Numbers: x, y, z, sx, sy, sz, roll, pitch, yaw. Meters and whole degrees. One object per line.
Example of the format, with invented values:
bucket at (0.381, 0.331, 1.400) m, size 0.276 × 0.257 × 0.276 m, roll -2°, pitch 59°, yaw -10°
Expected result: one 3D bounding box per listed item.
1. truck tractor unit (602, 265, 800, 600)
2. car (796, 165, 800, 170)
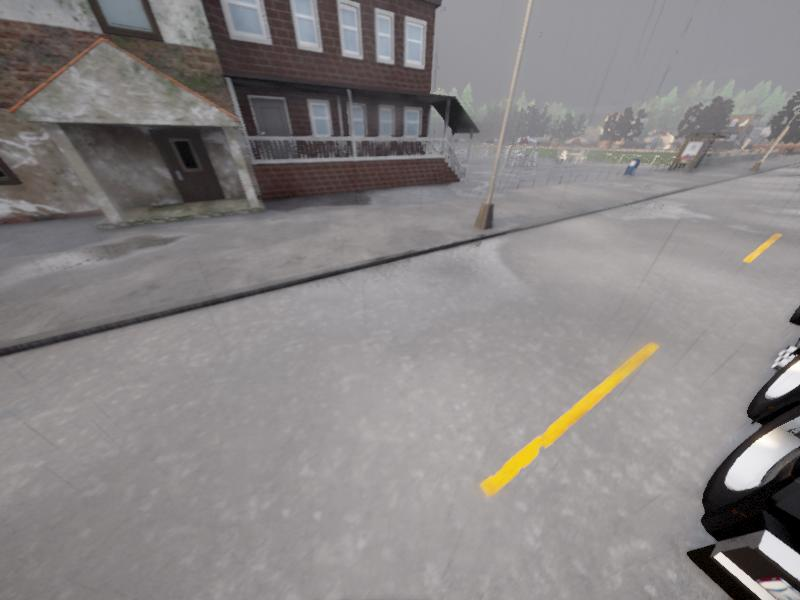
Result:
truck tractor unit at (5.114, -0.296, 0.791) m, size 6.516 × 4.208 × 3.053 m, roll -18°, pitch 39°, yaw -24°
car at (42.060, -13.732, 22.855) m, size 5.357 × 1.411 × 2.033 m, roll -18°, pitch 39°, yaw -24°
